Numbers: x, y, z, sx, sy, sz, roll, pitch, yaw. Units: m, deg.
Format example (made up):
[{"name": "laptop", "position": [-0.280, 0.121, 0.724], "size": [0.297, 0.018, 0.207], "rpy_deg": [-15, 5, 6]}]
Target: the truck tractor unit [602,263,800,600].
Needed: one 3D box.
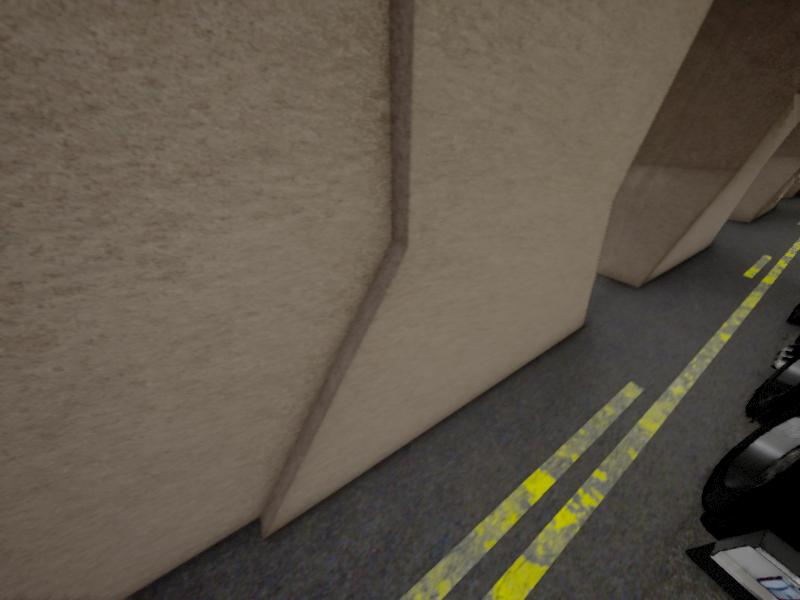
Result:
[{"name": "truck tractor unit", "position": [5.118, -0.291, 0.788], "size": [6.516, 4.208, 3.053], "rpy_deg": [-18, 39, -24]}]
